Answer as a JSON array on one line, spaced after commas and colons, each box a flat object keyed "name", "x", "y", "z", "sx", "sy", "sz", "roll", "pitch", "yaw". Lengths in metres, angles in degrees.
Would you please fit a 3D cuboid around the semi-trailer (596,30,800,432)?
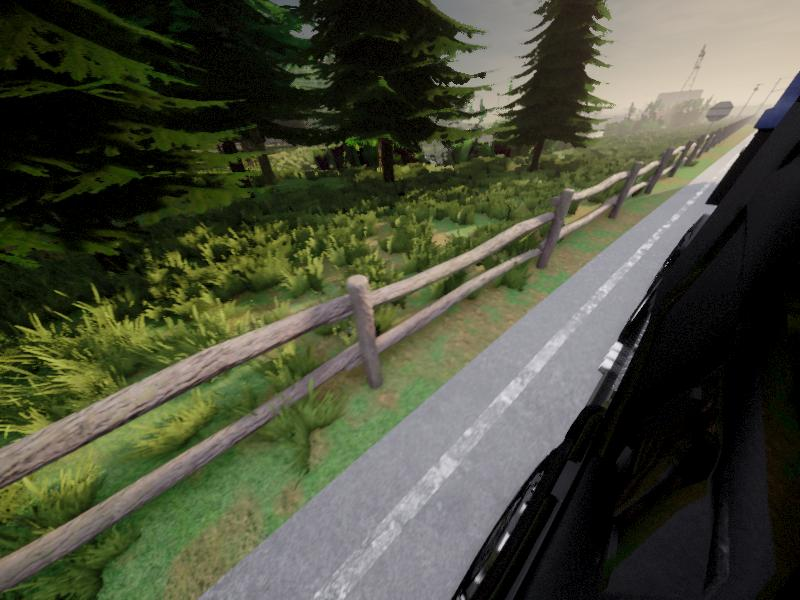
[{"name": "semi-trailer", "x": 8.778, "y": -3.557, "z": 4.135, "sx": 14.254, "sy": 4.402, "sz": 2.717, "roll": -27, "pitch": 43, "yaw": -29}]

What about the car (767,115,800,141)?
[{"name": "car", "x": 33.006, "y": -14.386, "z": 19.305, "sx": 3.988, "sy": 1.617, "sz": 1.851, "roll": -27, "pitch": 43, "yaw": -28}]

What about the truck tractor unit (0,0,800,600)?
[{"name": "truck tractor unit", "x": 2.645, "y": -0.295, "z": 0.351, "sx": 6.516, "sy": 4.208, "sz": 3.053, "roll": -28, "pitch": 44, "yaw": -30}]
